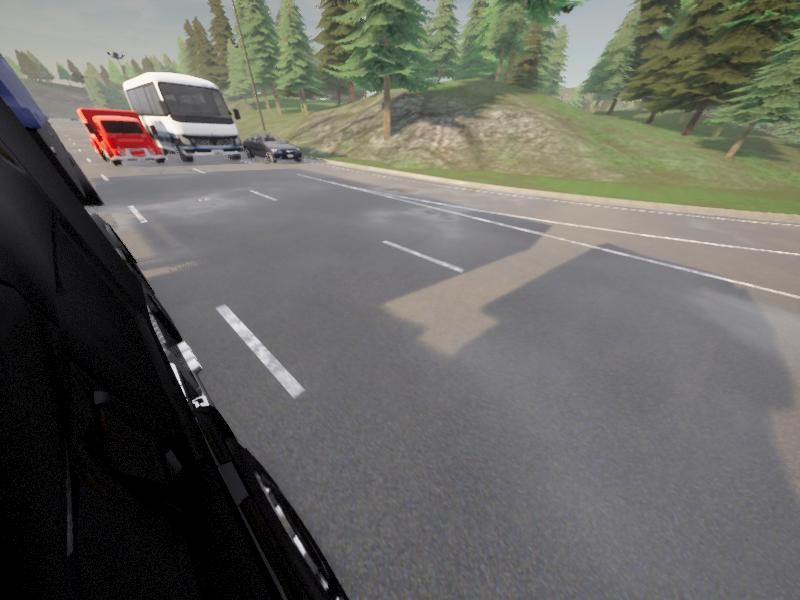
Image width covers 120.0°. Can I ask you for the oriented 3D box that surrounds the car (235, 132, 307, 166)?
[{"bbox_3d":[-9.176,-10.803,16.398,5.027,1.651,2.152,28,43,30],"label":"car"}]

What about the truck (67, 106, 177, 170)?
[{"bbox_3d":[-15.637,-9.155,13.019,5.204,2.467,2.627,28,43,30],"label":"truck"}]

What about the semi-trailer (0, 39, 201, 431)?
[{"bbox_3d":[-8.701,-3.581,4.256,14.254,4.402,2.717,28,43,30],"label":"semi-trailer"}]

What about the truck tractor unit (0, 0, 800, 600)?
[{"bbox_3d":[-2.645,-0.295,0.351,6.516,4.208,3.053,28,44,30],"label":"truck tractor unit"}]

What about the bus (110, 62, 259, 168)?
[{"bbox_3d":[-14.657,-12.173,15.679,10.273,4.253,3.944,28,43,30],"label":"bus"}]
